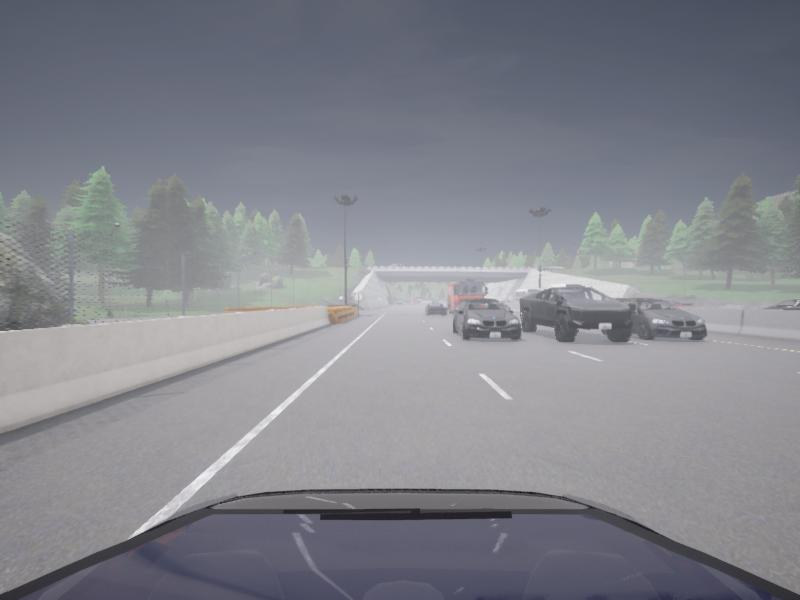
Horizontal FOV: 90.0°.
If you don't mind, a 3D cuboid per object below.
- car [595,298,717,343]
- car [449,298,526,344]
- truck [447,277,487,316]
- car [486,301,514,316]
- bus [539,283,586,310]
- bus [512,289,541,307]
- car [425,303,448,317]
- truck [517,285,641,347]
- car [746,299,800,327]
[{"bbox_3d":[10.502,0.758,16.958,2.242,1.667,4.611,0,0,0],"label":"car"},{"bbox_3d":[3.499,0.758,16.928,2.242,1.667,4.611,0,0,0],"label":"car"},{"bbox_3d":[6.997,-0.317,43.057,2.891,3.827,8.468,0,0,0],"label":"truck"},{"bbox_3d":[10.501,0.858,42.298,1.816,1.474,4.193,0,0,0],"label":"car"},{"bbox_3d":[27.880,-0.531,69.466,3.944,4.253,10.273,0,0,0],"label":"bus"},{"bbox_3d":[31.381,-0.530,99.655,3.944,4.253,10.273,0,0,0],"label":"bus"},{"bbox_3d":[3.499,0.947,39.274,1.895,1.301,4.718,0,0,0],"label":"car"},{"bbox_3d":[7.001,0.544,16.744,2.390,2.098,6.274,0,0,0],"label":"truck"},{"bbox_3d":[24.500,0.782,24.535,2.152,1.651,5.027,0,0,0],"label":"car"}]
